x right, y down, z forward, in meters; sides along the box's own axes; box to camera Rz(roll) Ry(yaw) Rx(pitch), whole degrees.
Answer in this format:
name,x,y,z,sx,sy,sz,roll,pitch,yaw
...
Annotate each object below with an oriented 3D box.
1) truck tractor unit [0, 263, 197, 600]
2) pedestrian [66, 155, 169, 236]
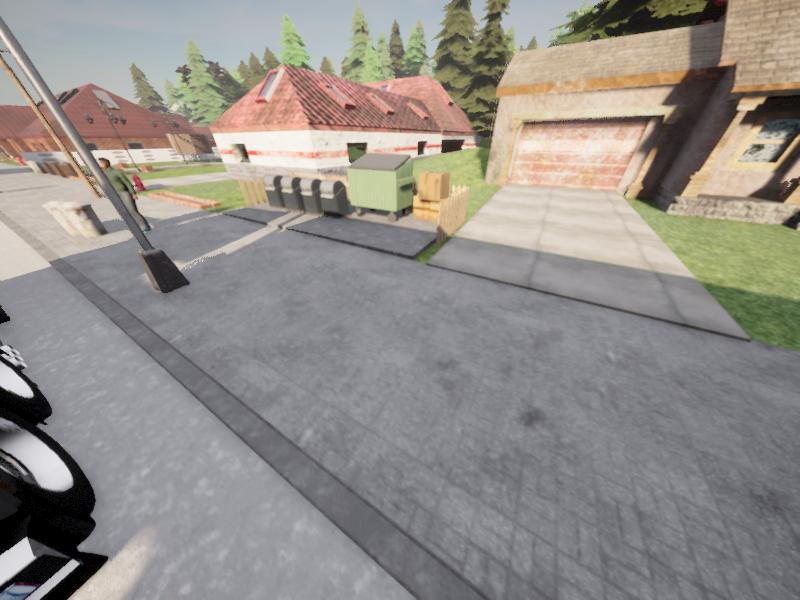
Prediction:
name,x,y,z,sx,sy,sz,roll,pitch,yaw
truck tractor unit,-5.110,-0.302,0.778,6.516,4.208,3.053,18,39,24
pedestrian,-7.398,-2.774,6.188,0.751,1.860,0.751,9,36,13
